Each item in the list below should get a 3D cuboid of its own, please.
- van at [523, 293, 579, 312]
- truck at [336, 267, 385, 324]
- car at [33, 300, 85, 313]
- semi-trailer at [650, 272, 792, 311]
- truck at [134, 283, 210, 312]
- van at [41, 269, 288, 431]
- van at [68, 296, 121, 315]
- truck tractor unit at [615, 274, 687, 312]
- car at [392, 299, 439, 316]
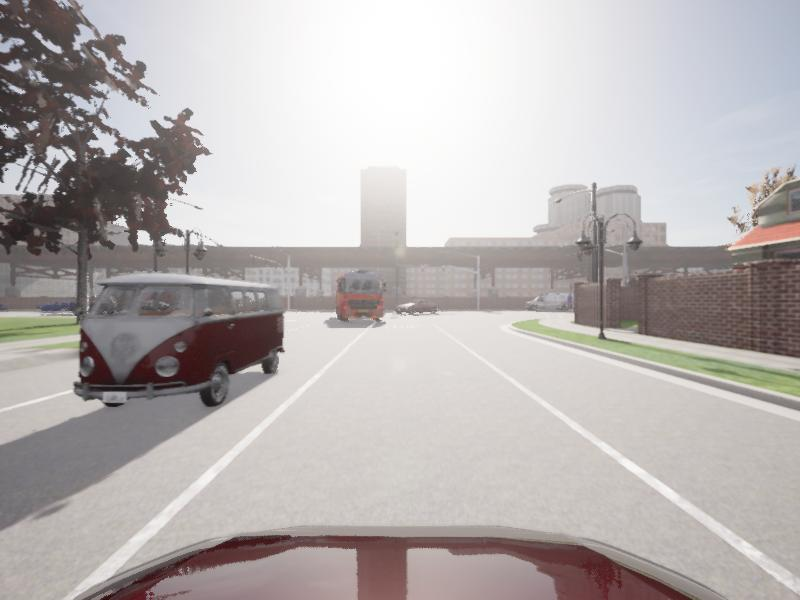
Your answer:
[{"bbox_3d":[19.604,0.290,52.218,6.366,2.431,2.351,0,0,2],"label":"van"},{"bbox_3d":[-3.317,-0.320,31.091,2.891,3.827,8.468,0,0,-12],"label":"truck"},{"bbox_3d":[-42.878,0.828,50.370,5.008,1.535,1.882,0,0,2],"label":"car"},{"bbox_3d":[38.087,-0.955,47.843,14.254,4.402,2.717,-1,0,4],"label":"semi-trailer"},{"bbox_3d":[-30.391,-0.315,53.546,8.468,3.827,2.891,0,0,2],"label":"truck"},{"bbox_3d":[-3.500,0.596,7.119,1.775,1.987,4.442,0,0,0],"label":"van"},{"bbox_3d":[-32.875,0.601,43.103,4.442,1.987,1.775,0,0,2],"label":"van"},{"bbox_3d":[30.173,-0.761,48.386,6.516,4.208,3.053,-1,-3,4],"label":"truck tractor unit"},{"bbox_3d":[1.752,0.768,43.108,5.027,1.651,2.152,0,0,-42],"label":"car"}]
